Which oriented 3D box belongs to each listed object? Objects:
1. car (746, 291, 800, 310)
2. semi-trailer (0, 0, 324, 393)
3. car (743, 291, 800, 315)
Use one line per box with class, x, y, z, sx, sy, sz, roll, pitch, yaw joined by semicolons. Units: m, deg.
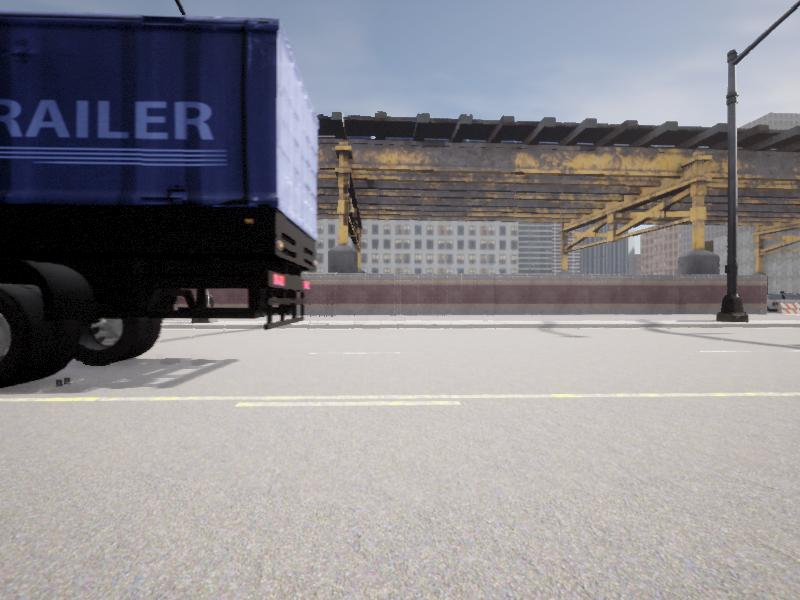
car;26.964;0.038;27.700;4.536;1.218;1.853;0;0;42
semi-trailer;-8.414;-1.220;5.424;14.254;4.402;2.717;0;0;-2
car;27.003;0.196;27.666;4.974;1.542;2.038;0;0;42
